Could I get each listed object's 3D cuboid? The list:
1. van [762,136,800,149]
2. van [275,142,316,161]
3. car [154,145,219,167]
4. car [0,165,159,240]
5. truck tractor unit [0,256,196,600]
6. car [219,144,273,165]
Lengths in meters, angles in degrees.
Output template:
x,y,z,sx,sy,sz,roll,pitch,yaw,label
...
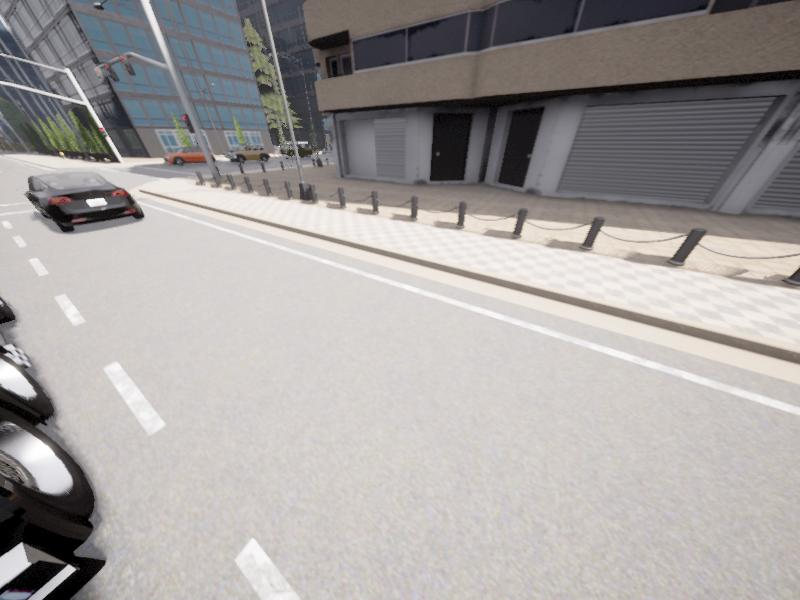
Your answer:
x,y,z,sx,sy,sz,roll,pitch,yaw,label
92.595,-38.330,56.165,2.351,2.431,6.366,20,40,27,van
-14.313,-20.637,31.903,2.069,2.038,4.480,19,39,26,van
-23.396,-16.001,25.533,2.097,1.767,4.553,20,40,26,car
-10.999,-3.556,7.912,4.792,1.488,2.163,19,39,26,car
-5.099,-0.312,0.798,6.516,4.208,3.053,19,39,25,truck tractor unit
-17.917,-17.270,27.237,1.932,1.855,4.605,19,39,26,car
